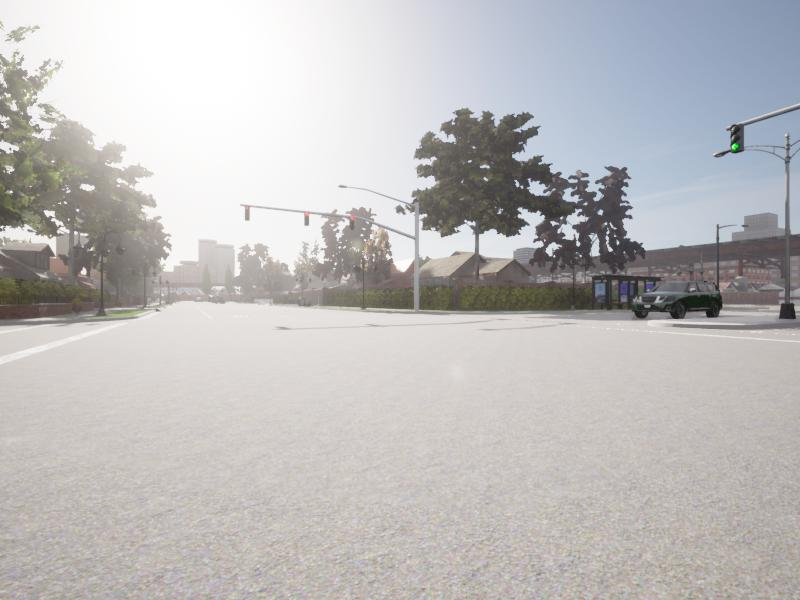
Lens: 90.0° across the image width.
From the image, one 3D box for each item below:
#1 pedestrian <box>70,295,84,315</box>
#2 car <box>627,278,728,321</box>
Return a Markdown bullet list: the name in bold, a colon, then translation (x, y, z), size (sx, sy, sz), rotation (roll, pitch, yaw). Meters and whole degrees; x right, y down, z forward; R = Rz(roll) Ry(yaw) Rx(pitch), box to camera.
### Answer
- **pedestrian**: translation (-17.477, 0.272, 21.635), size (0.500, 1.100, 0.500), rotation (0, 0, -28)
- **car**: translation (14.975, -0.032, 21.537), size (5.566, 2.045, 2.150), rotation (0, 0, -28)
